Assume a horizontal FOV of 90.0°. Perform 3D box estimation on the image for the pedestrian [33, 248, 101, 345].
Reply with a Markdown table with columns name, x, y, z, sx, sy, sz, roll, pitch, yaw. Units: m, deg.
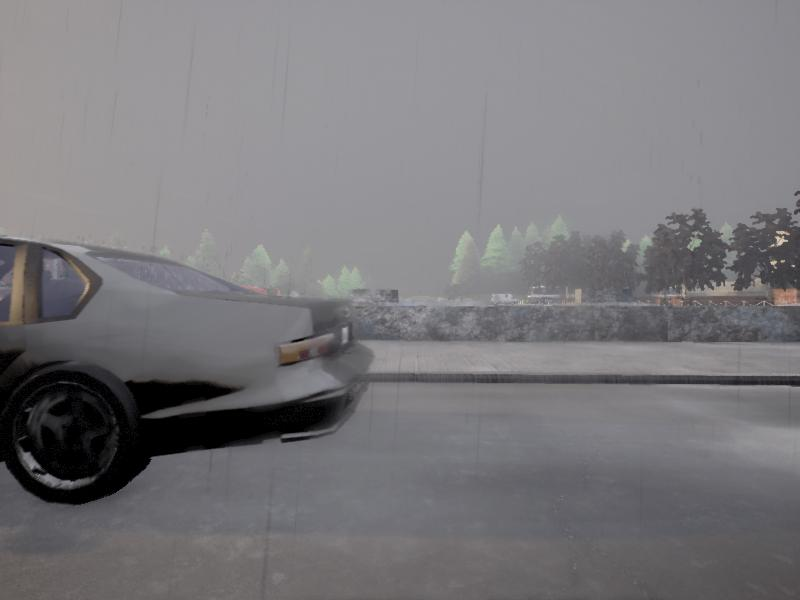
| name | x | y | z | sx | sy | sz | roll | pitch | yaw |
| --- | --- | --- | --- | --- | --- | --- | --- | --- | --- |
| pedestrian | -6.715 | -0.067 | 8.098 | 0.751 | 1.860 | 0.751 | 0 | 0 | 8 |

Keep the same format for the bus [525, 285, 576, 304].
| name | x | y | z | sx | sy | sz | roll | pitch | yaw |
| --- | --- | --- | --- | --- | --- | --- | --- | --- | --- |
| bus | 34.505 | -1.139 | 91.949 | 10.273 | 4.253 | 3.944 | 0 | 0 | 2 |

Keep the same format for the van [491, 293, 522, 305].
| name | x | y | z | sx | sy | sz | roll | pitch | yaw |
| --- | --- | --- | --- | --- | --- | --- | --- | --- | --- |
| van | 23.476 | -0.227 | 88.428 | 6.366 | 2.431 | 2.351 | 0 | 0 | 2 |

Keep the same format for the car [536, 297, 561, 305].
| name | x | y | z | sx | sy | sz | roll | pitch | yaw |
| --- | --- | --- | --- | --- | --- | --- | --- | --- | --- |
| car | 32.663 | 0.168 | 88.128 | 4.856 | 1.649 | 2.033 | 0 | 0 | 2 |

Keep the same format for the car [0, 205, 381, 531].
| name | x | y | z | sx | sy | sz | roll | pitch | yaw |
| --- | --- | --- | --- | --- | --- | --- | --- | --- | --- |
| car | -2.891 | 0.295 | 2.838 | 5.357 | 1.411 | 2.033 | 0 | 0 | 2 |
